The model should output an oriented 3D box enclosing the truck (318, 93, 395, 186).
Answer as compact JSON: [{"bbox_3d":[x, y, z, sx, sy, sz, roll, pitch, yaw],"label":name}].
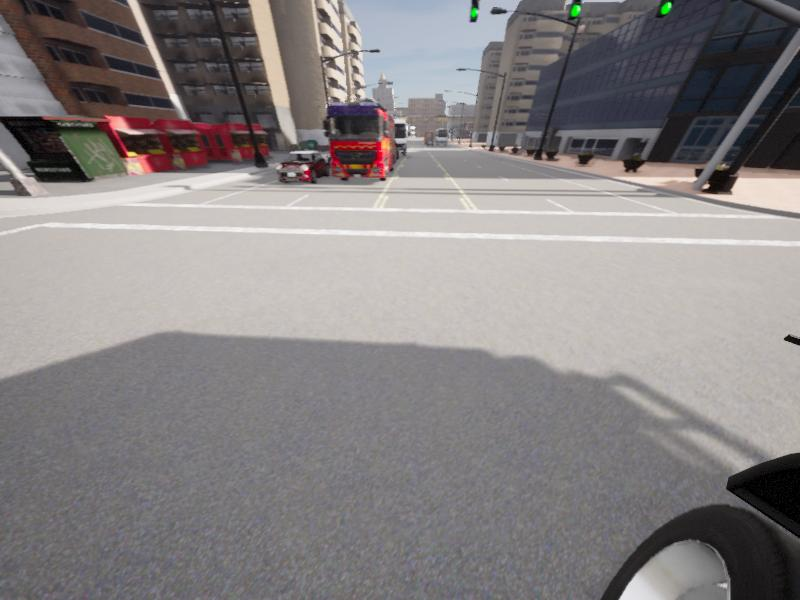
[{"bbox_3d":[-2.069,-10.331,15.116,2.891,3.827,8.468,2,35,3],"label":"truck"}]

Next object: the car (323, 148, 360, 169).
[{"bbox_3d":[-5.136,-12.830,20.801,1.994,1.385,4.181,2,35,3],"label":"car"}]

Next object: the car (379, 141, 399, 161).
[{"bbox_3d":[-1.226,-17.677,27.297,1.905,1.878,3.866,2,35,3],"label":"car"}]

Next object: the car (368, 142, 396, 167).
[{"bbox_3d":[-1.556,-14.170,22.357,2.097,1.767,4.553,2,35,3],"label":"car"}]

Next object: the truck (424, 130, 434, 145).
[{"bbox_3d":[9.683,-55.355,78.547,2.891,3.827,8.468,2,37,3],"label":"truck"}]

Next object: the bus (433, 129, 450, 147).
[{"bbox_3d":[12.560,-50.556,71.786,3.944,4.253,10.273,2,37,3],"label":"bus"}]

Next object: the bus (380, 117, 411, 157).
[{"bbox_3d":[-0.628,-24.477,34.999,3.944,4.253,10.273,0,34,-1],"label":"bus"}]

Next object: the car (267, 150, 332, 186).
[{"bbox_3d":[-5.711,-7.964,13.780,1.970,1.475,3.806,2,35,3],"label":"car"}]

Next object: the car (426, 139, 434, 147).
[{"bbox_3d":[8.999,-47.779,70.231,2.033,1.649,4.856,2,36,3],"label":"car"}]

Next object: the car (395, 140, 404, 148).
[{"bbox_3d":[-0.024,-43.057,63.733,2.242,1.667,4.611,2,35,3],"label":"car"}]
